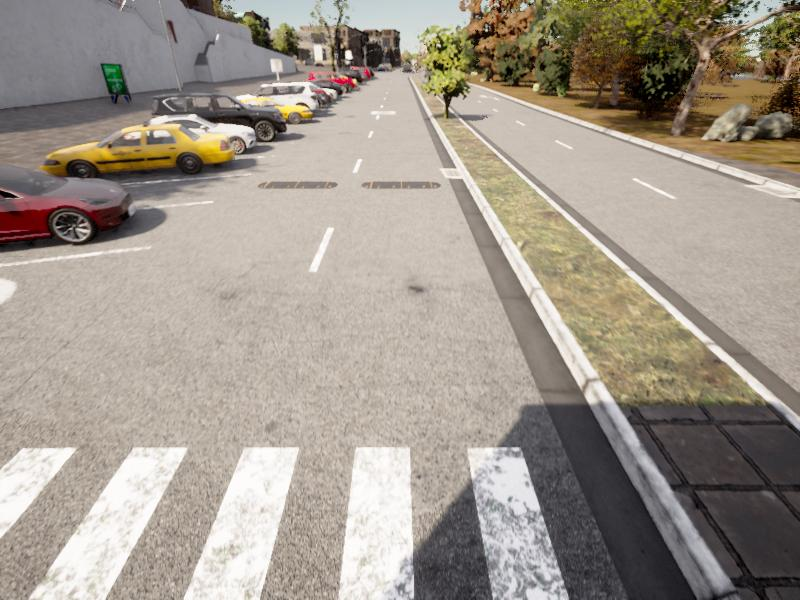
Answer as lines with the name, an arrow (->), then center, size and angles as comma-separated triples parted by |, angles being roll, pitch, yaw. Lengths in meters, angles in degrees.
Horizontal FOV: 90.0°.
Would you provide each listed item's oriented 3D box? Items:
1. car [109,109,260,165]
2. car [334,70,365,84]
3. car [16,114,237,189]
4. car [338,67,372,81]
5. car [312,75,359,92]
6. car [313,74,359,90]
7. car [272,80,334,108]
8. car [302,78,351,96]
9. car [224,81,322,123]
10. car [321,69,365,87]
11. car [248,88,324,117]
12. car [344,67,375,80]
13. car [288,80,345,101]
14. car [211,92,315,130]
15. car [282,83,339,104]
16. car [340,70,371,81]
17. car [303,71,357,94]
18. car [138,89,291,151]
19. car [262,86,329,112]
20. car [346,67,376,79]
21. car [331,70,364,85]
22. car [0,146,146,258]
car -> -8.068, -6.390, 15.490 | 4.674, 1.452, 2.002 | -11, 32, -17
car -> -8.091, -35.885, 64.298 | 4.553, 1.767, 2.185 | -11, 32, -17
car -> -8.235, -4.869, 12.820 | 5.366, 1.575, 1.946 | -11, 32, -17
car -> -8.084, -40.602, 71.962 | 5.566, 2.045, 2.435 | -11, 33, -17
car -> -7.885, -26.548, 48.991 | 5.366, 1.575, 1.946 | -11, 32, -17
car -> -8.232, -28.024, 51.448 | 5.366, 1.575, 1.946 | -11, 33, -17
car -> -8.093, -17.285, 33.460 | 4.553, 1.767, 2.185 | -11, 32, -17
car -> -8.034, -23.383, 43.829 | 4.792, 1.488, 2.163 | -11, 33, -17
car -> -8.091, -12.755, 25.668 | 5.566, 2.045, 2.435 | -11, 32, -17
car -> -8.085, -31.361, 56.502 | 5.566, 2.045, 2.435 | -11, 33, -17
car -> -8.087, -14.054, 28.386 | 4.792, 1.488, 2.163 | -11, 33, -17
car -> -8.060, -45.214, 79.706 | 5.566, 2.045, 2.435 | -11, 32, -16
car -> -8.053, -20.288, 38.669 | 5.008, 1.535, 2.097 | -11, 33, -17
car -> -7.890, -11.046, 23.279 | 5.366, 1.575, 1.946 | -11, 32, -17
car -> -8.063, -18.700, 36.123 | 4.674, 1.452, 2.002 | -11, 32, -17
car -> -8.225, -41.896, 74.625 | 5.366, 1.575, 1.946 | -11, 33, -17
car -> -8.039, -25.178, 46.253 | 5.566, 2.045, 2.435 | -11, 32, -17
car -> -8.041, -8.171, 17.946 | 5.566, 2.045, 2.435 | -11, 32, -17
car -> -8.064, -15.599, 30.987 | 4.674, 1.452, 2.002 | -11, 32, -17
car -> -7.990, -46.767, 82.315 | 5.566, 2.045, 2.435 | -11, 32, -16
car -> -8.028, -34.353, 61.735 | 4.553, 1.767, 2.185 | -11, 33, -17
car -> -8.039, -1.850, 7.723 | 4.792, 1.488, 2.163 | -11, 32, -17
